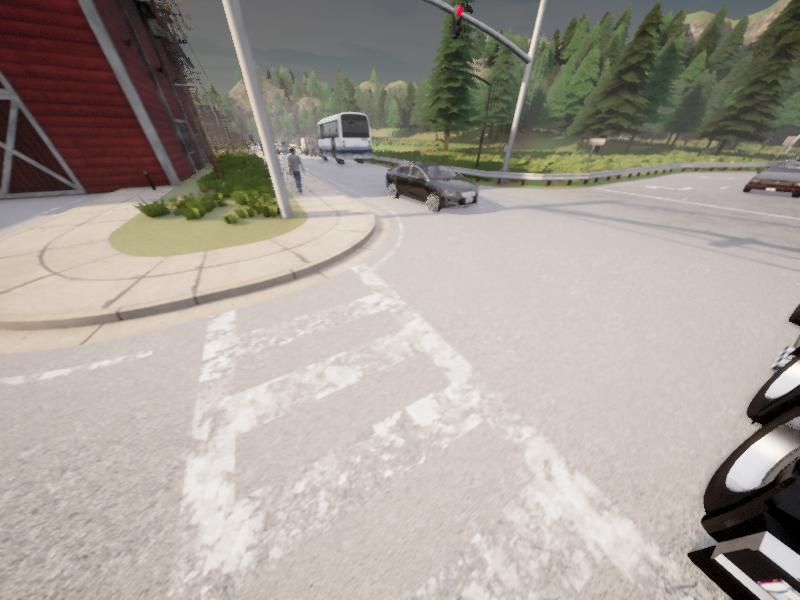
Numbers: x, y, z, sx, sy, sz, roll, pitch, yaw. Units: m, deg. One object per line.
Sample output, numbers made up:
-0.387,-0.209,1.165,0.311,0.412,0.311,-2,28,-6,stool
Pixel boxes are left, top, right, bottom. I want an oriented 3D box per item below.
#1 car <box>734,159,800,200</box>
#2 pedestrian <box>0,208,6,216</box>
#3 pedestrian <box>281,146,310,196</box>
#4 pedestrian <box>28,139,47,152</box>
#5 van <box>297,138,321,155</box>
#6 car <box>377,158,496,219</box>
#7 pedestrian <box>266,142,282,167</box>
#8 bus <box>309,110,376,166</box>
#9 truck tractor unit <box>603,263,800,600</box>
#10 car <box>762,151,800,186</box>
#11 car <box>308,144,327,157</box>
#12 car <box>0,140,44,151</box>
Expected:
20.621,-6.529,12.293,5.357,1.411,2.033,-18,39,-24,car
-13.432,-3.170,7.222,0.500,1.100,0.500,-18,39,-24,pedestrian
-4.658,-5.782,10.360,0.751,1.860,0.751,-14,37,-20,pedestrian
-64.039,-27.331,40.823,0.751,1.860,0.751,-16,38,-22,pedestrian
-16.134,-27.175,40.775,2.351,2.431,6.366,-17,39,-24,van
1.176,-4.985,9.869,2.128,1.511,4.902,-20,40,-27,car
-11.465,-13.233,20.996,0.751,1.860,0.751,-18,39,-24,pedestrian
-6.778,-18.102,26.219,3.944,4.253,10.273,-18,37,-24,bus
5.111,-0.299,0.797,6.516,4.208,3.053,-18,39,-24,truck tractor unit
26.936,-8.699,15.208,4.611,1.667,2.242,-18,39,-24,car
-13.086,-23.647,36.522,1.845,1.501,3.633,-17,39,-24,car
-76.781,-31.230,46.692,4.553,1.767,2.097,-18,39,-24,car
